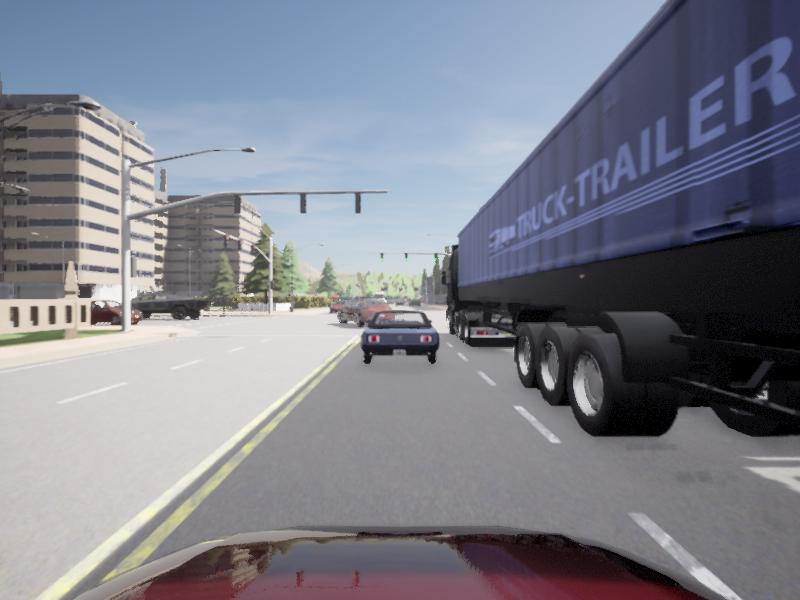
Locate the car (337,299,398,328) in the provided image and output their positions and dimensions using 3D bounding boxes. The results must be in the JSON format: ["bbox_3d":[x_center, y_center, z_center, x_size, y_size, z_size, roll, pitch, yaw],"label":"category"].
[{"bbox_3d":[-2.183,0.768,25.060,2.152,1.651,5.027,0,0,-26],"label":"car"}]

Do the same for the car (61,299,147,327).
[{"bbox_3d":[-18.179,0.777,24.701,3.988,1.617,1.851,0,0,2],"label":"car"}]

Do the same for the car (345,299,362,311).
[{"bbox_3d":[-7.012,0.750,60.867,2.033,1.649,4.856,0,0,0],"label":"car"}]

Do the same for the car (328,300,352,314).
[{"bbox_3d":[-7.073,0.807,47.675,2.007,1.525,4.514,0,0,2],"label":"car"}]

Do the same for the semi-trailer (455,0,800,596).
[{"bbox_3d":[3.505,-0.622,8.597,2.717,4.402,14.254,0,0,0],"label":"semi-trailer"}]

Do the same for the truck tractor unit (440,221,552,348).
[{"bbox_3d":[3.517,-0.527,16.512,3.053,4.208,6.516,0,0,0],"label":"truck tractor unit"}]

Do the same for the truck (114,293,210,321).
[{"bbox_3d":[-18.782,0.528,31.814,6.274,2.098,2.390,0,0,1],"label":"truck"}]

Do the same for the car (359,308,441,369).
[{"bbox_3d":[-0.001,0.939,11.558,1.895,1.301,4.718,0,0,0],"label":"car"}]
